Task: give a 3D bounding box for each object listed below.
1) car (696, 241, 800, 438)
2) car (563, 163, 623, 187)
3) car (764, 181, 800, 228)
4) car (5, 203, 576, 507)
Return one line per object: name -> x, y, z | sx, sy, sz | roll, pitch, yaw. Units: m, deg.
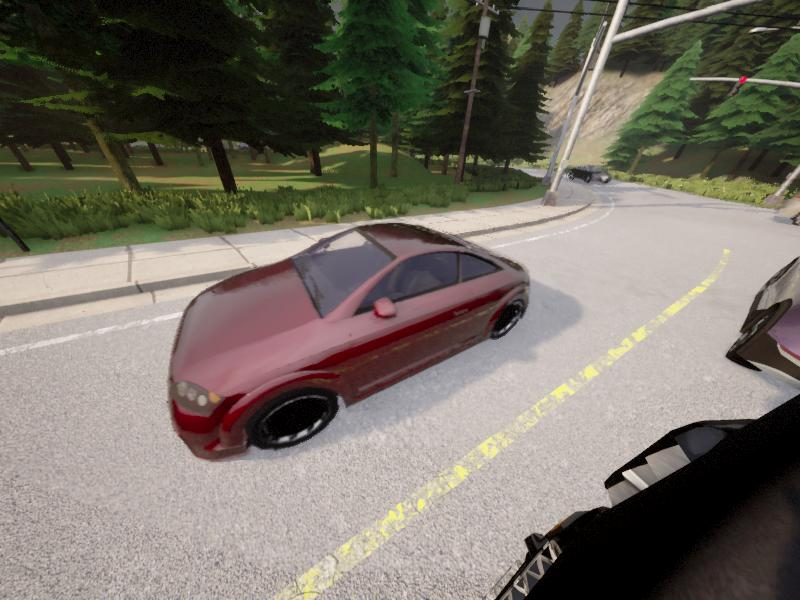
car -> 6.133, 0.163, 2.694 | 4.856, 1.649, 2.033 | -17, 39, -28
car -> 18.422, -12.228, 22.392 | 2.128, 1.511, 4.902 | 6, 34, 4
car -> 19.191, -3.398, 9.097 | 2.152, 1.651, 5.027 | -21, 41, -31
car -> -0.239, -0.136, 2.892 | 4.181, 1.385, 1.994 | -17, 38, -27
